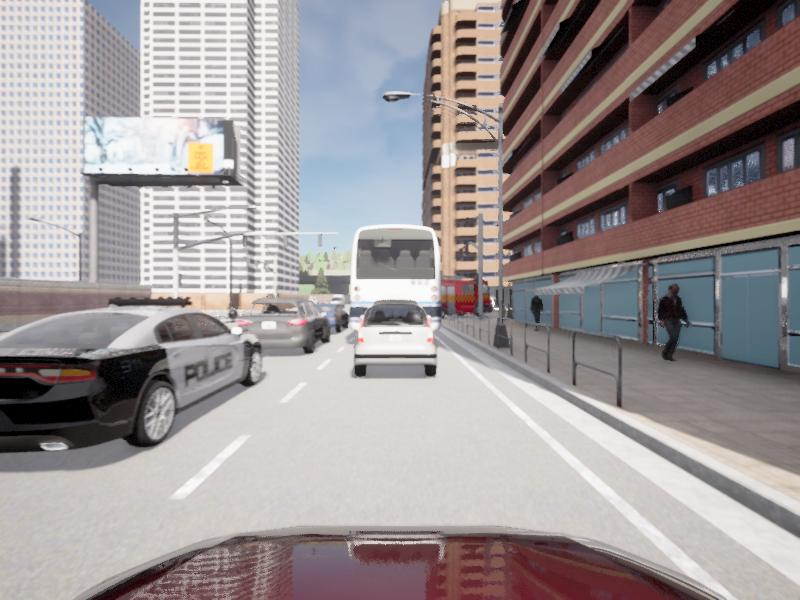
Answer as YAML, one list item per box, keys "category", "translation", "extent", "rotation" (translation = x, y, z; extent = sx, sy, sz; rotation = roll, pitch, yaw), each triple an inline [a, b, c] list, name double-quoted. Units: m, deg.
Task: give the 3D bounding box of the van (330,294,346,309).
- category: "van"
  translation: [-11.339, 0.272, 73.412]
  extent: [1.988, 2.561, 5.915]
  rotation: [0, 0, -1]

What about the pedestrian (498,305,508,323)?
- category: "pedestrian"
  translation: [6.484, 0.872, 25.232]
  extent: [0.500, 1.100, 0.500]
  rotation: [0, 0, 3]

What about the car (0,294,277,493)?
- category: "car"
  translation: [-3.572, 0.769, 5.911]
  extent: [1.930, 1.638, 5.238]
  rotation: [0, 0, -1]

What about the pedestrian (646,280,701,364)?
- category: "pedestrian"
  translation: [6.226, 0.482, 9.153]
  extent: [0.751, 1.860, 0.751]
  rotation: [0, 0, 0]

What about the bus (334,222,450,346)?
- category: "bus"
  translation: [-0.336, -0.543, 18.857]
  extent: [3.944, 4.253, 10.273]
  rotation: [0, 0, -1]

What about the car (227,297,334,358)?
- category: "car"
  translation: [-3.652, 0.751, 13.291]
  extent: [2.242, 1.667, 4.611]
  rotation: [0, 0, -1]

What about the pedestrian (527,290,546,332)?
- category: "pedestrian"
  translation: [6.085, 0.478, 17.838]
  extent: [0.751, 1.860, 0.751]
  rotation: [0, 0, 13]

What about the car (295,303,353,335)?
- category: "car"
  translation: [-3.735, 0.887, 20.670]
  extent: [2.033, 1.411, 5.357]
  rotation: [0, 0, -1]

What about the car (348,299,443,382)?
- category: "car"
  translation: [-0.110, 0.785, 9.764]
  extent: [1.851, 1.617, 3.988]
  rotation: [0, 0, -1]

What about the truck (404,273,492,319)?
- category: "truck"
  translation: [4.540, -0.335, 36.505]
  extent: [8.468, 3.827, 2.891]
  rotation: [0, 0, -38]

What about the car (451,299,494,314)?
- category: "car"
  translation: [8.714, 0.760, 48.269]
  extent: [4.856, 1.649, 2.033]
  rotation: [0, 0, 4]

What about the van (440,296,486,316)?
- category: "van"
  translation: [6.419, 0.583, 41.086]
  extent: [4.442, 1.987, 1.775]
  rotation: [0, 0, 0]
